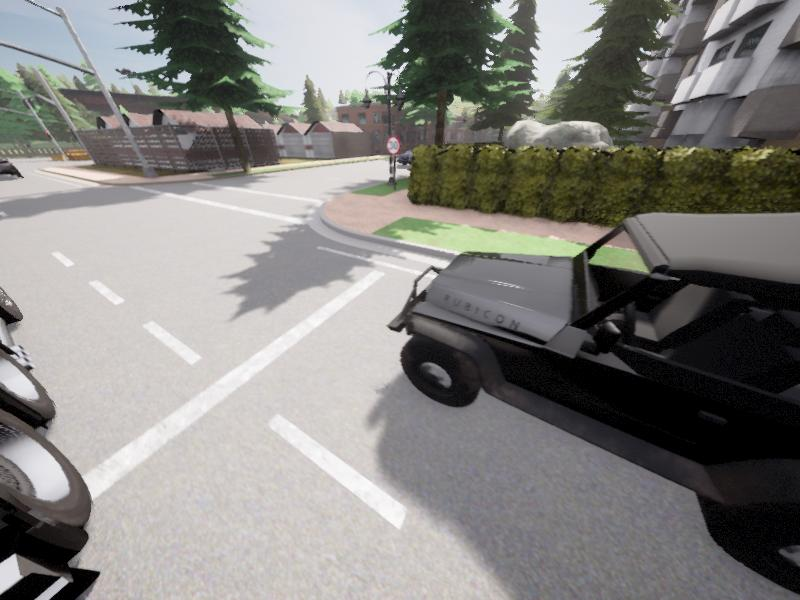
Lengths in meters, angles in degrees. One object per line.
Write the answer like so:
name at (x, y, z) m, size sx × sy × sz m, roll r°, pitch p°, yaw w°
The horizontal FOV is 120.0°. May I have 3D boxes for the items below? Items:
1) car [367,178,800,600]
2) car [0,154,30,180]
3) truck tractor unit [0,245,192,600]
car at (1.911, 0.240, 2.001) m, size 3.866 × 1.878 × 1.905 m, roll 19°, pitch 39°, yaw 26°
car at (-31.726, -10.344, 17.944) m, size 4.902 × 1.511 × 2.128 m, roll 17°, pitch 39°, yaw 24°
truck tractor unit at (-5.077, -0.331, 0.839) m, size 6.516 × 4.208 × 3.053 m, roll 19°, pitch 39°, yaw 26°
